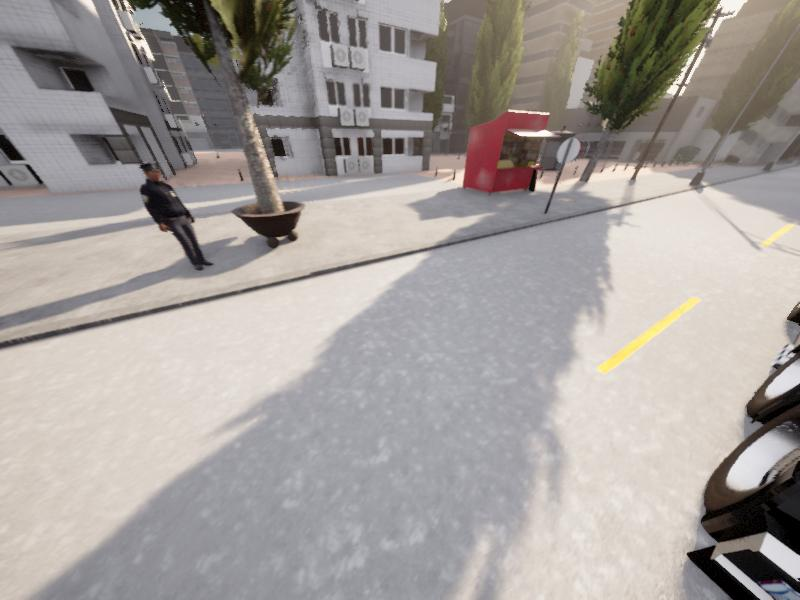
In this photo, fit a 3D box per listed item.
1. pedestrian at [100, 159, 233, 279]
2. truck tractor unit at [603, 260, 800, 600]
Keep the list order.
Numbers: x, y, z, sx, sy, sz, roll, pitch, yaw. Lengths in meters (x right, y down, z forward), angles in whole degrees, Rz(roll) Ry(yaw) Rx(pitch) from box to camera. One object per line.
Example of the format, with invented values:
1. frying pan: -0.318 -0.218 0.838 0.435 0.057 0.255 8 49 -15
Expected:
1. pedestrian: -4.025 -1.439 4.184 0.751 1.860 0.751 12 37 16
2. truck tractor unit: 5.103 -0.309 0.788 6.516 4.208 3.053 -19 39 -24
